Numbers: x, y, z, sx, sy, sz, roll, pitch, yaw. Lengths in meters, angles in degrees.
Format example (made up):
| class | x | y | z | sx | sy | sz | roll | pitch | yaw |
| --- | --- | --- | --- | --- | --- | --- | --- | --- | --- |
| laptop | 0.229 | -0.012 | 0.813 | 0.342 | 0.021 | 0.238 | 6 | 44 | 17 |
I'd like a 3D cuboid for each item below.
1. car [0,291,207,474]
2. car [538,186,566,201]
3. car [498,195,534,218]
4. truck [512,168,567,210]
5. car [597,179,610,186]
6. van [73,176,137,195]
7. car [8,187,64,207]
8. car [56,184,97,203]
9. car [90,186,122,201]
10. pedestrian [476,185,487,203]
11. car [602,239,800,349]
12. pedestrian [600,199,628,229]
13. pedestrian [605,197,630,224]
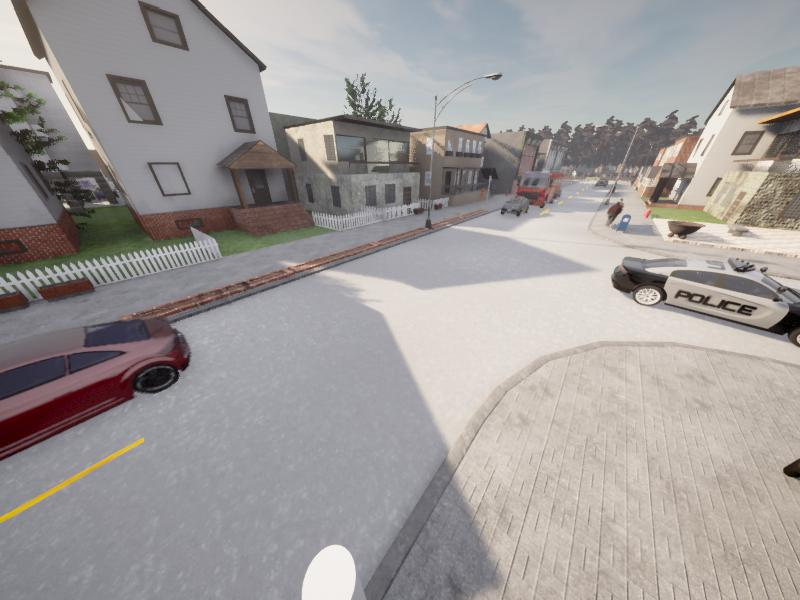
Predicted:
| class | x | y | z | sx | sy | sz | roll | pitch | yaw |
| --- | --- | --- | --- | --- | --- | --- | --- | --- | --- |
| car | -6.465 | 1.505 | 4.030 | 1.994 | 1.385 | 4.181 | 23 | 37 | 34 |
| car | 21.897 | -15.423 | 33.237 | 2.163 | 1.488 | 4.792 | 23 | 37 | 34 |
| car | 11.108 | -9.025 | 22.085 | 1.789 | 1.549 | 3.705 | 23 | 37 | 34 |
| truck | 16.421 | -13.181 | 27.013 | 2.891 | 3.827 | 8.468 | 23 | 37 | 34 |
| car | 50.640 | -29.373 | 57.513 | 1.994 | 1.385 | 4.181 | 23 | 37 | 34 |
| van | -51.349 | -20.135 | 40.452 | 2.351 | 2.431 | 6.366 | 23 | 37 | 34 |
| car | -43.673 | -12.532 | 27.911 | 2.242 | 1.667 | 4.611 | -23 | 37 | -34 |
| car | -41.858 | -13.887 | 30.046 | 1.905 | 1.878 | 3.866 | -23 | 37 | -34 |
| car | -40.001 | -14.531 | 31.503 | 1.845 | 1.501 | 3.633 | -23 | 37 | -34 |
| pedestrian | 10.165 | -13.154 | 28.672 | 0.751 | 1.860 | 0.751 | 22 | 37 | 33 |
| car | 9.794 | -0.310 | 6.902 | 5.238 | 1.638 | 1.930 | 26 | 39 | 38 |
| pedestrian | 15.361 | -6.212 | 16.631 | 0.751 | 1.860 | 0.751 | -23 | 37 | -34 |
| pedestrian | 16.868 | -6.959 | 17.925 | 0.751 | 1.860 | 0.751 | -25 | 38 | -36 |
